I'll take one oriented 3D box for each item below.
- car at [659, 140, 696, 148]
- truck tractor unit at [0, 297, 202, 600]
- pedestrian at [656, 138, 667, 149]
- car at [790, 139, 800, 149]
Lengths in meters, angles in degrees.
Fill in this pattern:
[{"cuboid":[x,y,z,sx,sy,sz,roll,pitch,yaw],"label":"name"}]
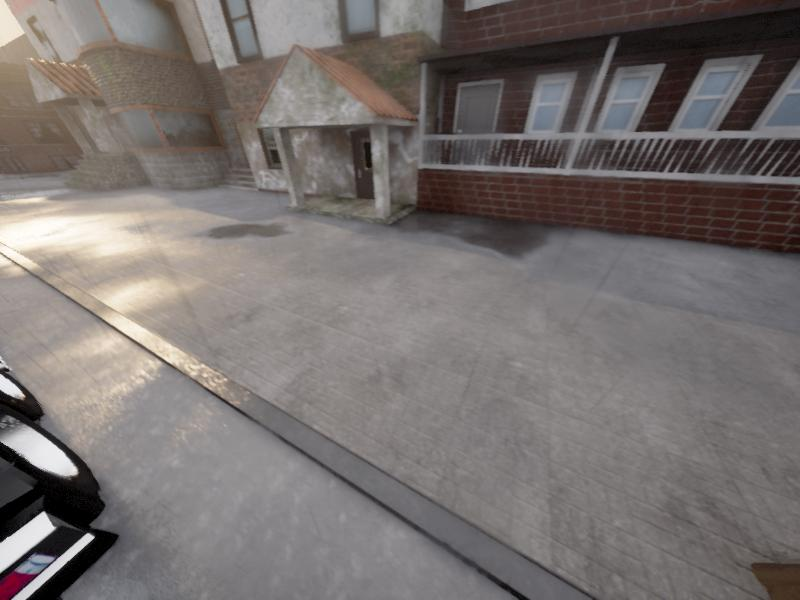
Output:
[{"cuboid":[62.942,-35.470,52.577,4.792,1.488,2.163,16,38,21],"label":"car"},{"cuboid":[-5.168,-0.240,0.693,6.516,4.208,3.053,16,38,21],"label":"truck tractor unit"},{"cuboid":[52.156,-31.213,46.111,0.751,1.860,0.751,23,42,30],"label":"pedestrian"},{"cuboid":[81.315,-30.399,45.036,4.974,1.542,2.038,16,38,21],"label":"car"}]
